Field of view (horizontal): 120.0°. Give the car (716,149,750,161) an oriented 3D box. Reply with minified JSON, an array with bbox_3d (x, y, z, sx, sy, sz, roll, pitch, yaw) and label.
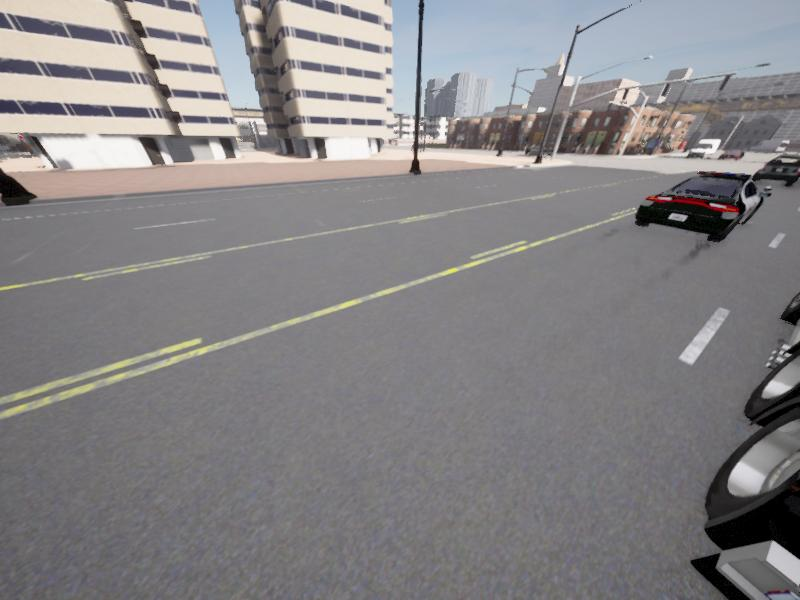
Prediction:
[{"bbox_3d":[49.971,-21.820,34.677,4.181,1.385,1.994,-19,39,-26],"label":"car"}]

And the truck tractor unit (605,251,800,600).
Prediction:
[{"bbox_3d":[5.088,-0.322,0.821,6.516,4.208,3.053,-19,39,-25],"label":"truck tractor unit"}]

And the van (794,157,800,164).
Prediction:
[{"bbox_3d":[53.699,-18.791,29.417,6.366,2.431,2.351,-20,40,-26],"label":"van"}]

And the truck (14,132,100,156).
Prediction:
[{"bbox_3d":[-68.768,-31.463,46.749,8.468,3.827,2.891,-20,39,-27],"label":"truck"}]

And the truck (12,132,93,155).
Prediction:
[{"bbox_3d":[-74.955,-33.986,50.260,8.468,3.827,2.891,-20,39,-28],"label":"truck"}]

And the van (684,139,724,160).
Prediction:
[{"bbox_3d":[48.866,-24.265,37.164,5.915,2.561,1.988,-19,39,-26],"label":"van"}]

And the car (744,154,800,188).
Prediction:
[{"bbox_3d":[25.126,-8.568,15.166,3.988,1.617,1.851,-19,39,-26],"label":"car"}]

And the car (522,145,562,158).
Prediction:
[{"bbox_3d":[23.837,-25.123,38.976,1.930,1.638,5.238,-19,40,-26],"label":"car"}]

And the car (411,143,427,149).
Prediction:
[{"bbox_3d":[5.614,-45.588,68.417,2.128,1.511,4.902,-19,39,-26],"label":"car"}]

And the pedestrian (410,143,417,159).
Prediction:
[{"bbox_3d":[2.050,-22.290,34.554,0.751,1.860,0.751,-9,36,-13],"label":"pedestrian"}]

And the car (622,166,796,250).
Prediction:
[{"bbox_3d":[9.745,-3.164,7.311,4.974,1.542,2.038,-19,39,-26],"label":"car"}]
